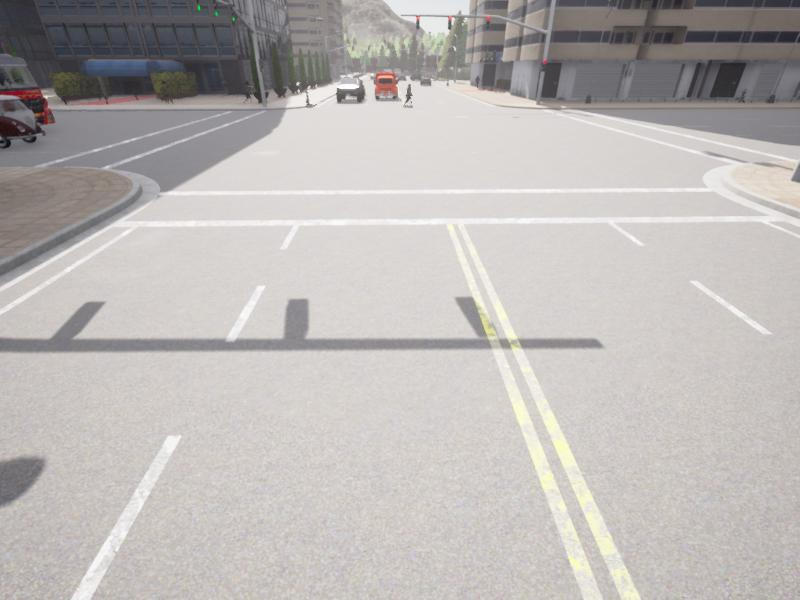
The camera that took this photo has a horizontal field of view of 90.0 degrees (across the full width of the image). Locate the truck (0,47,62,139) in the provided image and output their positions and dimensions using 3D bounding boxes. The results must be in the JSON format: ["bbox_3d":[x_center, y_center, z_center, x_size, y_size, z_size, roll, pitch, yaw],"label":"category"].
[{"bbox_3d":[-22.768,-10.174,19.640,8.468,3.827,2.891,-1,30,-2],"label":"truck"}]

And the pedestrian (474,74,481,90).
[{"bbox_3d":[11.031,-31.090,57.049,0.751,1.860,0.751,0,30,1],"label":"pedestrian"}]

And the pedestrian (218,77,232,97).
[{"bbox_3d":[-18.555,-22.595,42.485,0.751,1.860,0.751,15,33,24],"label":"pedestrian"}]

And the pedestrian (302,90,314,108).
[{"bbox_3d":[-7.723,-16.883,33.582,0.751,1.300,0.751,-2,30,-4],"label":"pedestrian"}]

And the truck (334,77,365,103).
[{"bbox_3d":[-4.962,-21.265,40.341,2.390,2.098,6.274,-1,30,-1],"label":"truck"}]

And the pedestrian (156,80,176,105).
[{"bbox_3d":[-19.746,-17.512,33.802,0.751,1.860,0.751,-2,30,-3],"label":"pedestrian"}]

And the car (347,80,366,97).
[{"bbox_3d":[-5.099,-24.992,47.235,1.801,1.575,5.366,-1,30,-1],"label":"car"}]

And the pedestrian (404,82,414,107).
[{"bbox_3d":[0.766,-17.433,33.968,0.751,1.860,0.751,1,30,2],"label":"pedestrian"}]

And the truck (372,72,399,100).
[{"bbox_3d":[-1.521,-22.951,42.860,2.627,2.467,5.204,-1,30,-1],"label":"truck"}]

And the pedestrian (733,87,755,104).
[{"bbox_3d":[30.163,-17.943,35.098,0.751,1.300,0.751,-1,30,-1],"label":"pedestrian"}]

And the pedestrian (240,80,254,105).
[{"bbox_3d":[-12.868,-17.493,33.769,0.751,1.860,0.751,-8,31,-14],"label":"pedestrian"}]

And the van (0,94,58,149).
[{"bbox_3d":[-18.068,-7.699,17.227,4.442,1.987,1.775,-1,30,-2],"label":"van"}]
